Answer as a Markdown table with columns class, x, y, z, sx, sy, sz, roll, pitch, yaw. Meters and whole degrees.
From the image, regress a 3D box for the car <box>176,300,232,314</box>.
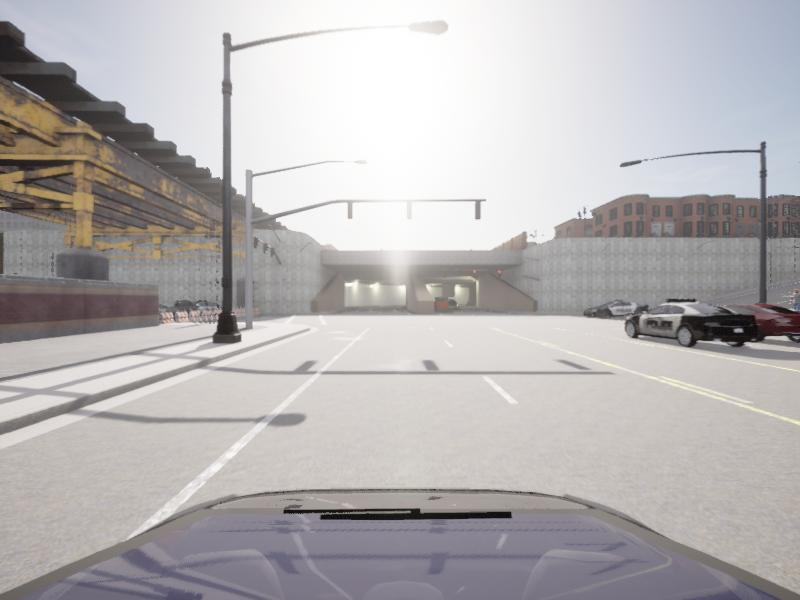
| class | x | y | z | sx | sy | sz | roll | pitch | yaw |
| --- | --- | --- | --- | --- | --- | --- | --- | --- | --- |
| car | -18.494 | 0.643 | 38.002 | 1.853 | 1.218 | 4.536 | 0 | 0 | 29 |

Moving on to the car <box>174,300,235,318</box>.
| class | x | y | z | sx | sy | sz | roll | pitch | yaw |
| --- | --- | --- | --- | --- | --- | --- | --- | --- | --- |
| car | -18.469 | 0.801 | 38.047 | 2.038 | 1.542 | 4.974 | 0 | 0 | 29 |

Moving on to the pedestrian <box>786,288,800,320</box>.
| class | x | y | z | sx | sy | sz | roll | pitch | yaw |
| --- | --- | --- | --- | --- | --- | --- | --- | --- | --- |
| pedestrian | 23.497 | 0.212 | 23.617 | 0.751 | 1.860 | 0.751 | 0 | 0 | -18 |

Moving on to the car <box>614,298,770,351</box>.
| class | x | y | z | sx | sy | sz | roll | pitch | yaw |
| --- | --- | --- | --- | --- | --- | --- | --- | --- | --- |
| car | 10.504 | 0.773 | 15.070 | 1.930 | 1.638 | 5.238 | 0 | 0 | -1 |

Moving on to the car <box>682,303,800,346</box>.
| class | x | y | z | sx | sy | sz | roll | pitch | yaw |
| --- | --- | --- | --- | --- | --- | --- | --- | --- | --- |
| car | 14.116 | 0.872 | 16.316 | 1.812 | 1.442 | 4.674 | 0 | 0 | -1 |

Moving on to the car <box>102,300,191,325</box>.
| class | x | y | z | sx | sy | sz | roll | pitch | yaw |
| --- | --- | --- | --- | --- | --- | --- | --- | --- | --- |
| car | -17.668 | 0.800 | 28.073 | 2.038 | 1.542 | 4.974 | 0 | 0 | 44 |

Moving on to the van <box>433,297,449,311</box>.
| class | x | y | z | sx | sy | sz | roll | pitch | yaw |
| --- | --- | --- | --- | --- | --- | --- | --- | --- | --- |
| van | 6.078 | 0.603 | 59.929 | 1.775 | 1.987 | 4.442 | 0 | 0 | -1 |

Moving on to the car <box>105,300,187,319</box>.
| class | x | y | z | sx | sy | sz | roll | pitch | yaw |
| --- | --- | --- | --- | --- | --- | --- | --- | --- | --- |
| car | -17.704 | 0.642 | 28.035 | 1.853 | 1.218 | 4.536 | 0 | 0 | 44 |

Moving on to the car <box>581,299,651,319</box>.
| class | x | y | z | sx | sy | sz | roll | pitch | yaw |
| --- | --- | --- | --- | --- | --- | --- | --- | --- | --- |
| car | 18.869 | 0.798 | 35.134 | 4.974 | 1.542 | 2.038 | -2 | 0 | 3 |
